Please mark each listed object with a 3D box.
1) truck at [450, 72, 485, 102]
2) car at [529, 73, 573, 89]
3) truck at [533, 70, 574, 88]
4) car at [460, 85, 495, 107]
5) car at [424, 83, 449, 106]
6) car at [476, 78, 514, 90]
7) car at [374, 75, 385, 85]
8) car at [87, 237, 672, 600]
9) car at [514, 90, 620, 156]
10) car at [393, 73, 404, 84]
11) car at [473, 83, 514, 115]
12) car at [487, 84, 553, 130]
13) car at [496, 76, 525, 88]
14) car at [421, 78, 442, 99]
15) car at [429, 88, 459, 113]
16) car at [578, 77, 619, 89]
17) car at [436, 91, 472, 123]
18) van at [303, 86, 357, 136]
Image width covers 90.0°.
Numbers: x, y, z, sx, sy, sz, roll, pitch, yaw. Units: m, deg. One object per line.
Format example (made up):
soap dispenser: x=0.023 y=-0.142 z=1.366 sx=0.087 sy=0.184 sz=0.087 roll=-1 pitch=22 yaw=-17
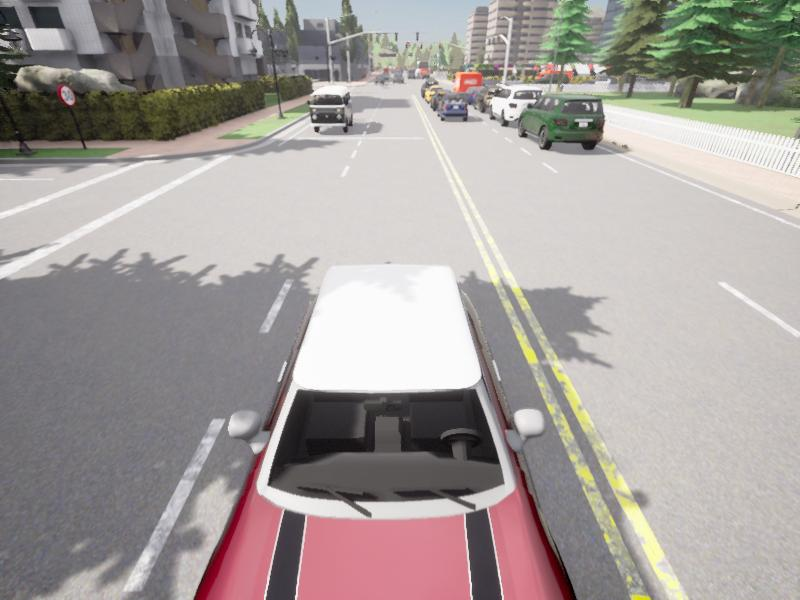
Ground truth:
truck: x=6.845 y=-21.961 z=41.100 sx=2.627 sy=2.467 sz=5.204 roll=0 pitch=30 yaw=0
car: x=23.044 y=-33.456 z=61.181 sx=5.566 sy=2.045 sz=2.150 roll=-1 pitch=30 yaw=-1
truck: x=24.515 y=-35.423 z=64.136 sx=5.204 sy=2.467 sz=2.627 roll=-1 pitch=30 yaw=-2
car: x=6.861 y=-18.314 z=35.844 sx=2.163 sy=1.488 sz=4.792 roll=0 pitch=30 yaw=0
car: x=3.356 y=-19.296 z=37.423 sx=1.801 sy=1.575 sz=5.366 roll=0 pitch=30 yaw=0
car: x=13.720 y=-31.312 z=58.073 sx=4.792 sy=1.488 sz=2.163 roll=0 pitch=30 yaw=0
car: x=-3.753 y=-41.093 z=74.692 sx=1.789 sy=1.549 sz=3.705 roll=0 pitch=30 yaw=0
car: x=-0.080 y=0.944 z=2.922 sx=1.970 sy=1.475 sz=3.806 roll=0 pitch=30 yaw=0
car: x=6.920 y=-7.912 z=17.502 sx=2.150 sy=2.045 sz=5.566 roll=0 pitch=30 yaw=0
car: x=-0.265 y=-43.557 z=78.691 sx=2.097 sy=1.767 sz=4.553 roll=0 pitch=30 yaw=0
car: x=6.878 y=-15.188 z=30.107 sx=1.932 sy=1.855 sz=4.605 roll=0 pitch=30 yaw=0
car: x=6.896 y=-11.599 z=23.806 sx=2.150 sy=2.045 sz=5.566 roll=0 pitch=30 yaw=0
car: x=17.724 y=-34.999 z=64.251 sx=3.988 sy=1.617 sz=1.851 roll=0 pitch=30 yaw=1
car: x=3.339 y=-22.982 z=43.429 sx=1.932 sy=1.855 sz=4.605 roll=0 pitch=30 yaw=0
car: x=3.373 y=-15.724 z=31.422 sx=1.816 sy=1.474 sz=4.193 roll=0 pitch=30 yaw=0
car: x=30.492 y=-33.335 z=61.490 sx=4.974 sy=1.542 sz=2.038 roll=-1 pitch=30 yaw=-1
car: x=3.392 y=-12.568 z=25.947 sx=1.789 sy=1.549 sz=3.705 roll=0 pitch=30 yaw=0
van: x=-3.597 y=-10.220 z=21.439 sx=2.069 sy=2.038 sz=4.480 roll=0 pitch=31 yaw=0
